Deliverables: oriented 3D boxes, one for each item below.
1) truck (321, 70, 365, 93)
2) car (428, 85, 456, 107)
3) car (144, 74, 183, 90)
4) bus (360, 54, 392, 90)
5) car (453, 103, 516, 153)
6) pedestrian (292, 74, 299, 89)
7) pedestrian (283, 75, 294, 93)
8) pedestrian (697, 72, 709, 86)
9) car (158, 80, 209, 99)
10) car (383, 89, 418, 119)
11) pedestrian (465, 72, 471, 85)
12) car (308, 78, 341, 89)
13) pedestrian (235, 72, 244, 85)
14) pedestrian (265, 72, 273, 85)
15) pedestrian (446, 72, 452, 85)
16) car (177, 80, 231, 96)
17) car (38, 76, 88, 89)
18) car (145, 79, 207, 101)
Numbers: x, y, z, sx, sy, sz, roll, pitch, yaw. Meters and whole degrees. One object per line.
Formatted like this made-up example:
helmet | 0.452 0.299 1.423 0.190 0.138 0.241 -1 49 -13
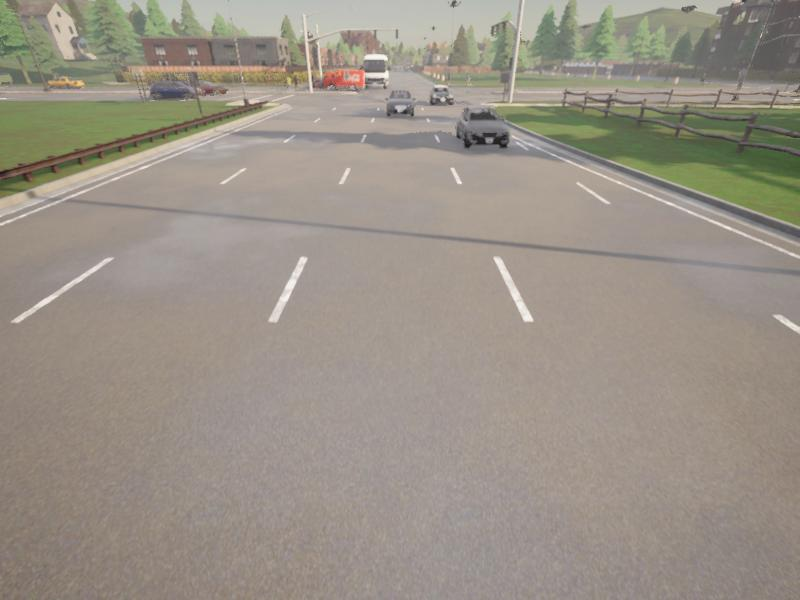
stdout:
truck | -7.208 -28.279 51.668 5.204 2.467 2.627 1 30 0
car | 3.540 -17.619 34.490 1.970 1.475 3.806 0 30 0
car | -32.902 -30.353 55.728 3.866 1.878 1.905 -4 31 -7
bus | -3.319 -33.663 59.054 3.944 4.253 10.273 0 30 0
car | 3.525 -7.574 17.397 1.816 1.474 4.193 0 30 0
pedestrian | -14.804 -30.949 56.738 0.751 1.860 0.751 -5 31 -8
pedestrian | -13.151 -25.607 47.347 0.751 1.860 0.751 6 31 9
pedestrian | 48.071 -35.041 63.445 0.751 1.860 0.751 2 30 3
car | -22.704 -22.181 42.109 3.988 1.617 1.851 0 30 1
car | 0.033 -13.544 27.522 2.128 1.511 4.902 0 30 0
pedestrian | 11.167 -36.302 65.566 0.751 1.860 0.751 2 31 4
car | -11.137 -31.993 59.051 4.181 1.385 1.994 -21 36 -31
pedestrian | -26.350 -36.414 65.731 0.751 1.860 0.751 0 30 1
pedestrian | -21.396 -36.273 65.493 0.751 1.860 0.751 1 30 1
pedestrian | 8.059 -36.560 66.002 0.751 1.860 0.751 -1 30 -2
car | -21.996 -23.897 45.154 4.792 1.488 2.163 0 30 1
car | -48.924 -31.579 58.111 5.366 1.575 1.801 2 31 3
car | -21.795 -20.485 39.038 4.553 1.767 2.097 0 30 1
